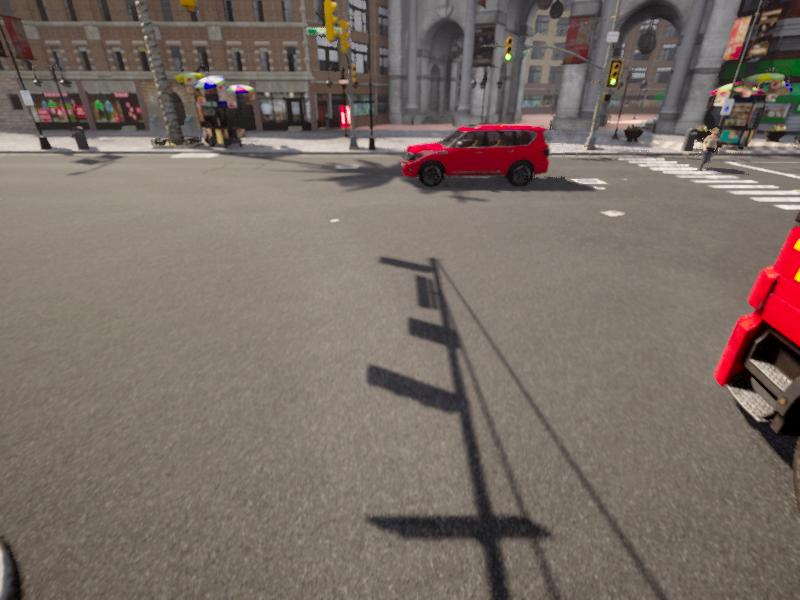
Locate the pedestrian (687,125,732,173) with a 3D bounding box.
[{"bbox_3d":[13.446,-6.570,17.427,0.751,1.860,0.751,-1,27,-2],"label":"pedestrian"}]

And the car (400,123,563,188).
[{"bbox_3d":[2.845,-5.533,15.202,5.566,2.045,2.150,-1,27,-2],"label":"car"}]
